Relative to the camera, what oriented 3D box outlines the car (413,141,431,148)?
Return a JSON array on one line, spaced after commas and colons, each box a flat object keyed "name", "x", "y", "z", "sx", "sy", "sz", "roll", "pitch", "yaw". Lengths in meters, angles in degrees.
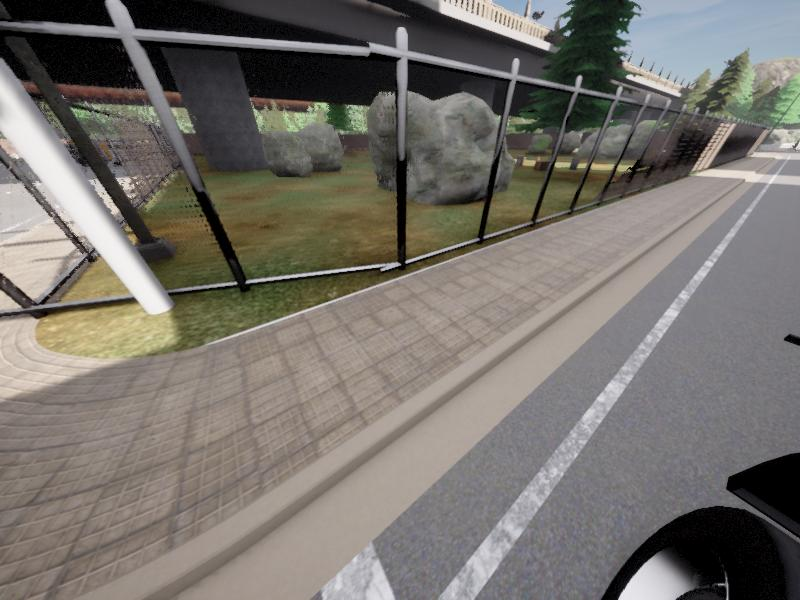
[{"name": "car", "x": 6.649, "y": -47.715, "z": 70.849, "sx": 5.238, "sy": 1.638, "sz": 1.930, "roll": -9, "pitch": 36, "yaw": -12}]
